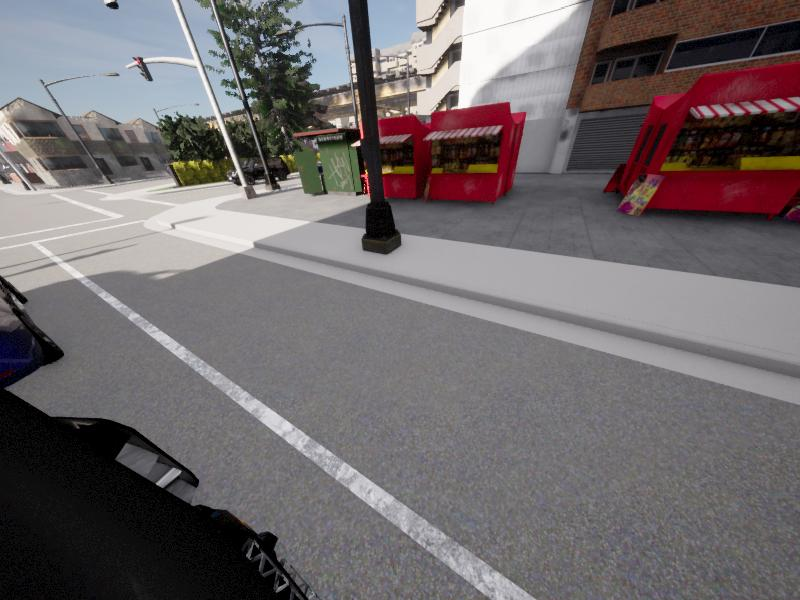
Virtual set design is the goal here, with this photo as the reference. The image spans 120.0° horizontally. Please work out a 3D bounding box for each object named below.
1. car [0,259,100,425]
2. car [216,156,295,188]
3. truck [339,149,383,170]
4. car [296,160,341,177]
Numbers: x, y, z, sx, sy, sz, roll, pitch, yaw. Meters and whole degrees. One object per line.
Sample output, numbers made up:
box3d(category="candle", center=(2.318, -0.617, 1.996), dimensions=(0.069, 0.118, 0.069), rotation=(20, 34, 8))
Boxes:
box3d(category="car", center=(-6.373, 0.267, 2.730), dimensions=(4.792, 1.488, 2.163), rotation=(15, 38, 26))
box3d(category="car", center=(-13.018, -11.962, 21.370), dimensions=(2.150, 2.045, 5.566), rotation=(15, 38, 27))
box3d(category="truck", center=(-5.275, -19.616, 32.247), dimensions=(2.390, 2.098, 6.274), rotation=(15, 38, 27))
box3d(category="car", center=(-9.318, -15.287, 26.770), dimensions=(1.895, 1.301, 4.718), rotation=(15, 38, 27))
